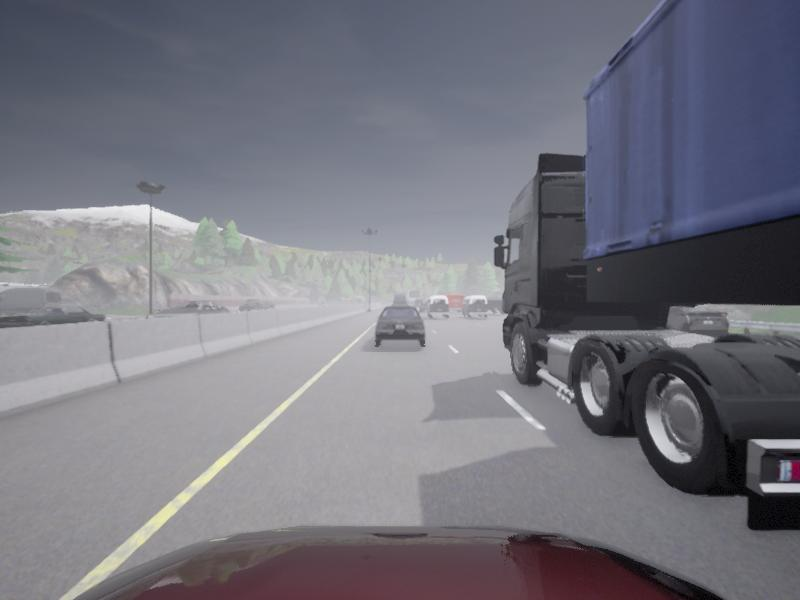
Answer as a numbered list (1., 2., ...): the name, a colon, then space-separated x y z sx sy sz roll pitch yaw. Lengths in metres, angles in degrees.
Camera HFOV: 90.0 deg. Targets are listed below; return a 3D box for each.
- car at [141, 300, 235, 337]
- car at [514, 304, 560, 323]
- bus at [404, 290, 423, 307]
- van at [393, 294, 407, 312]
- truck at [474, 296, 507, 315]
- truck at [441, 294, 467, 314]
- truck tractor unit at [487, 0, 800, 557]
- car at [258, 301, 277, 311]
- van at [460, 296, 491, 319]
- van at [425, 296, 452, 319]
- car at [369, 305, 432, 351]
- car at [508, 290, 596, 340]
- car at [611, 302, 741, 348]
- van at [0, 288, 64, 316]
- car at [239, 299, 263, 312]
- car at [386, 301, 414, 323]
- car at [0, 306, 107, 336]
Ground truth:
1. car: -10.497 0.821 20.365 2.152 1.651 5.027 0 0 0
2. car: 10.503 1.006 31.023 1.895 1.301 4.718 0 0 0
3. bus: 3.315 -0.337 101.007 3.944 4.253 10.273 0 0 -2
4. van: 0.010 0.441 59.530 1.988 2.561 5.915 0 0 0
5. truck: 10.504 0.636 46.978 2.390 2.098 6.274 0 0 0
6. truck: 7.010 0.484 52.387 2.627 2.467 5.204 0 1 0
7. truck tractor unit: 3.499 -0.509 5.753 3.053 4.208 6.516 0 0 0
8. car: -20.994 0.942 63.447 1.789 1.549 3.705 0 0 0
9. van: 7.006 0.646 37.602 2.069 2.038 4.480 0 0 0
10. van: 3.504 0.646 37.427 2.069 2.038 4.480 0 0 0
11. car: 0.005 0.926 15.553 2.033 1.411 5.357 0 0 0
12. car: 7.009 0.608 19.238 2.150 2.045 5.566 0 0 0
13. car: 10.503 0.860 15.761 2.007 1.525 4.514 0 0 0
14. van: -34.820 0.199 36.935 5.915 2.561 1.988 0 0 0
15. car: -20.995 0.758 56.512 1.905 1.878 3.866 0 0 0
16. car: 0.003 0.889 31.402 2.038 1.542 4.974 0 0 0
17. car: -17.497 0.984 20.246 1.895 1.301 4.718 0 0 0
